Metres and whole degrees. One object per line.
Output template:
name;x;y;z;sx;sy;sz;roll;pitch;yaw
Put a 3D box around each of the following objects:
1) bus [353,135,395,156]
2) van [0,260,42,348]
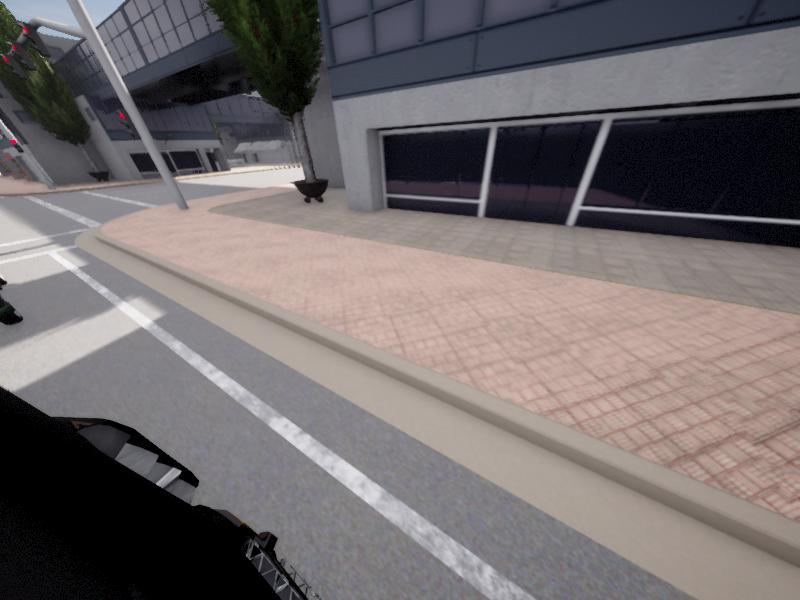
bus;-6.928;-40.700;60.987;10.273;4.253;3.944;16;38;26
van;-7.768;-0.486;3.287;4.442;1.987;1.775;17;39;27
